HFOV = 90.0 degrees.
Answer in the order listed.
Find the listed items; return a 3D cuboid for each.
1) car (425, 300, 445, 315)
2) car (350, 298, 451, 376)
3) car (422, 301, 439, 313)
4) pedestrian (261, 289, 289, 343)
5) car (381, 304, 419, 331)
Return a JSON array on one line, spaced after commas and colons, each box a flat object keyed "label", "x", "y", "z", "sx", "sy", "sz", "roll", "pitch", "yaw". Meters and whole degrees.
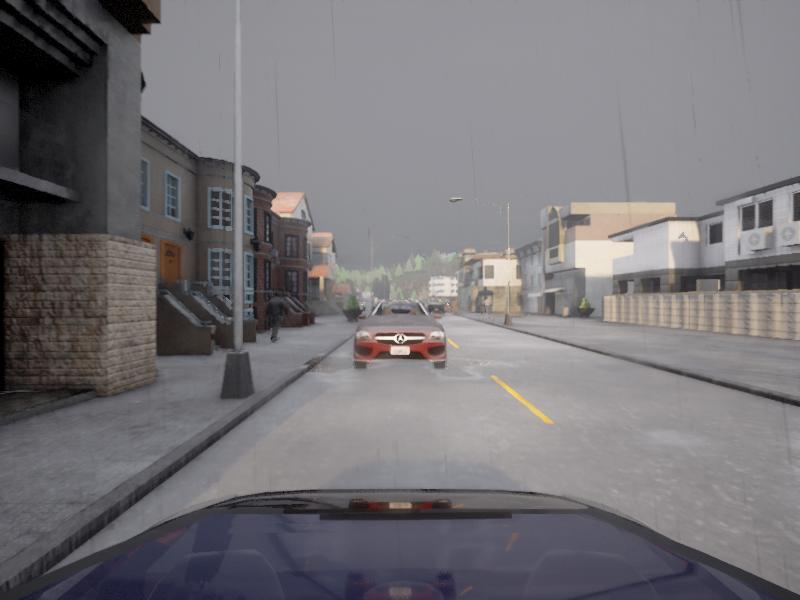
[{"label": "car", "x": 4.011, "y": 0.844, "z": 46.435, "sx": 1.930, "sy": 1.638, "sz": 5.238, "roll": 0, "pitch": 0, "yaw": 0}, {"label": "car", "x": 0.004, "y": 0.799, "z": 11.056, "sx": 2.152, "sy": 1.651, "sz": 5.027, "roll": 0, "pitch": 0, "yaw": 0}, {"label": "car", "x": 4.013, "y": 0.885, "z": 53.683, "sx": 1.801, "sy": 1.575, "sz": 5.366, "roll": 0, "pitch": 0, "yaw": 0}, {"label": "pedestrian", "x": -4.368, "y": 0.556, "z": 14.070, "sx": 0.751, "sy": 1.860, "sz": 0.751, "roll": 0, "pitch": 0, "yaw": 0}, {"label": "car", "x": 0.005, "y": 0.933, "z": 23.699, "sx": 2.033, "sy": 1.411, "sz": 5.357, "roll": 0, "pitch": 0, "yaw": 0}]
